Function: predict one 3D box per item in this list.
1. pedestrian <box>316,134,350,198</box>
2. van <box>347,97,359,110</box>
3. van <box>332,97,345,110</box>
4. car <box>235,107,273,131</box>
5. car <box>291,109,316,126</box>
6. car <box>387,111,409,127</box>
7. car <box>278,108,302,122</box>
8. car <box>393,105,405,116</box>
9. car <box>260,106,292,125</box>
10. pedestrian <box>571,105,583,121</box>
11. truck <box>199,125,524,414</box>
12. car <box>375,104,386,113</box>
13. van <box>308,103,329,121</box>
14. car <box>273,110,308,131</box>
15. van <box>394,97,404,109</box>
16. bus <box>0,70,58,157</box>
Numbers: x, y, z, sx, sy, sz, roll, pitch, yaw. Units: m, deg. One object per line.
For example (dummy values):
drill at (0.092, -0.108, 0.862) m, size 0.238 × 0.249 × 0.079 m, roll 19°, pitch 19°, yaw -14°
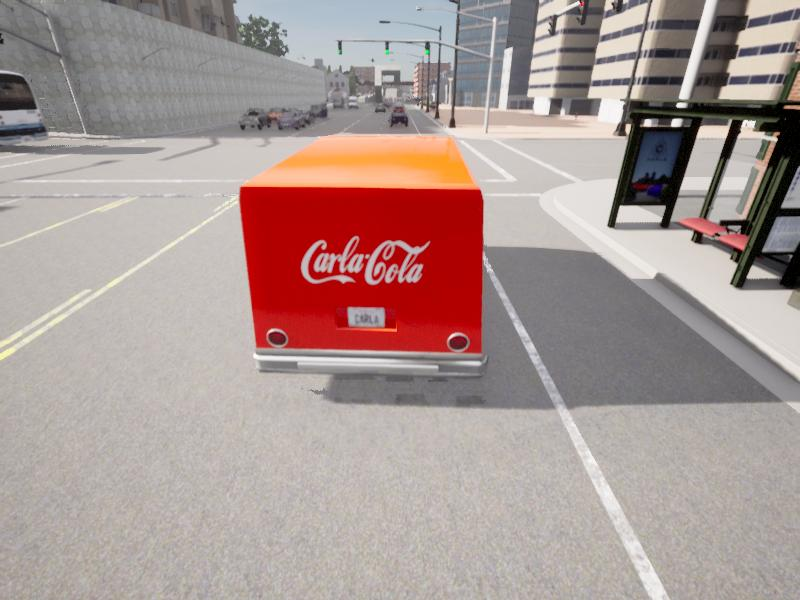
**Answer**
pedestrian at (-2.152, -4.357, 13.011) m, size 0.751 × 1.860 × 0.751 m, roll 4°, pitch 28°, yaw 9°
van at (-10.717, -45.111, 91.622) m, size 1.988 × 2.561 × 5.915 m, roll 0°, pitch 27°, yaw 0°
van at (-14.219, -45.407, 92.198) m, size 1.988 × 2.561 × 5.915 m, roll 0°, pitch 27°, yaw 0°
car at (-14.091, -17.683, 38.989) m, size 1.932 × 1.855 × 4.605 m, roll 0°, pitch 27°, yaw 0°
car at (-10.604, -20.267, 44.401) m, size 1.845 × 1.501 × 3.633 m, roll 0°, pitch 27°, yaw 0°
car at (-0.297, -20.088, 44.309) m, size 1.895 × 1.301 × 4.718 m, roll -3°, pitch 27°, yaw -6°
car at (-14.118, -23.959, 51.650) m, size 1.816 × 1.474 × 4.193 m, roll 0°, pitch 27°, yaw 0°
car at (-0.153, -31.229, 65.826) m, size 2.007 × 1.525 × 4.514 m, roll 0°, pitch 27°, yaw 0°
car at (-14.106, -21.169, 45.868) m, size 2.097 × 1.767 × 4.553 m, roll 0°, pitch 27°, yaw 0°
pedestrian at (22.664, -23.934, 51.255) m, size 0.751 × 1.860 × 0.751 m, roll -4°, pitch 27°, yaw -7°
truck at (-0.217, -1.104, 6.090) m, size 2.627 × 2.467 × 5.204 m, roll 1°, pitch 28°, yaw 2°
car at (-3.676, -36.279, 75.728) m, size 1.970 × 1.475 × 3.806 m, roll 0°, pitch 27°, yaw 0°
van at (-10.618, -24.550, 52.231) m, size 1.775 × 1.987 × 4.442 m, roll 0°, pitch 27°, yaw 0°
car at (-10.590, -17.660, 39.223) m, size 2.033 × 1.649 × 4.856 m, roll 0°, pitch 27°, yaw 0°
van at (-0.222, -47.511, 96.453) m, size 2.351 × 2.431 × 6.366 m, roll 0°, pitch 27°, yaw 0°
bus at (-26.979, -11.103, 22.869) m, size 10.273 × 4.253 × 3.944 m, roll 4°, pitch 27°, yaw -2°
